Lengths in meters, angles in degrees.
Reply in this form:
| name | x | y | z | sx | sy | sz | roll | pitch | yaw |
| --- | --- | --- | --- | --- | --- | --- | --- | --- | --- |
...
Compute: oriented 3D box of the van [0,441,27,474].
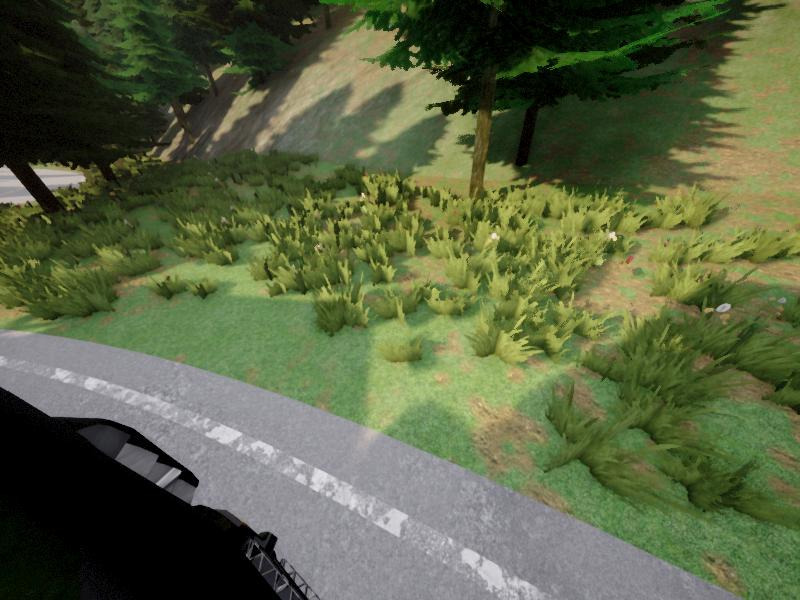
| name | x | y | z | sx | sy | sz | roll | pitch | yaw |
| --- | --- | --- | --- | --- | --- | --- | --- | --- | --- |
| van | -6.784 | 0.808 | 1.057 | 6.366 | 2.431 | 2.351 | 4 | 34 | 11 |
